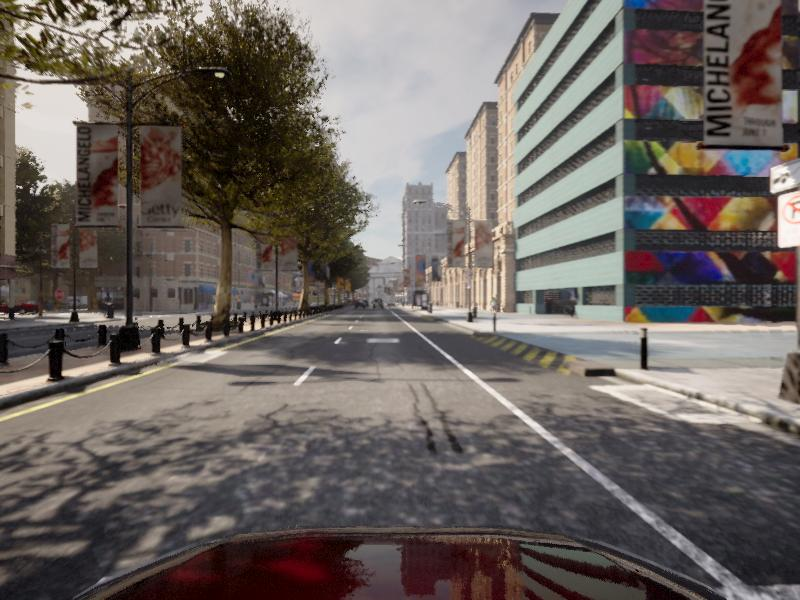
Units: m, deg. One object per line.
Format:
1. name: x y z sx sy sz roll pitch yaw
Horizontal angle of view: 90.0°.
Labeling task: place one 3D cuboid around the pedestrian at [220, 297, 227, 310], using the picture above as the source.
1. pedestrian: -25.306 0.510 57.279 0.751 1.860 0.751 0 0 -4

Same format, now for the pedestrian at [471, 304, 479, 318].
1. pedestrian: 5.787 0.860 30.816 0.500 1.100 0.500 0 0 -9

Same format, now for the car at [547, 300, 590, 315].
1. car: 17.234 0.742 41.210 2.161 1.482 4.786 0 0 -3

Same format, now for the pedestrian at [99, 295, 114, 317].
1. pedestrian: -24.496 0.508 33.369 0.751 1.860 0.751 0 0 -3

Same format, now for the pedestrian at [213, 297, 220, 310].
1. pedestrian: -26.205 0.510 57.133 0.751 1.860 0.751 0 0 -14

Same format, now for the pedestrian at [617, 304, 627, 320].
1. pedestrian: 15.952 0.866 28.731 0.500 1.100 0.500 0 0 -34

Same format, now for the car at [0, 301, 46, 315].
1. car: -43.407 0.864 45.235 5.008 1.535 1.882 0 0 -4

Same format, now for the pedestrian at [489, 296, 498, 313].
1. pedestrian: 10.314 0.476 44.041 0.751 1.860 0.751 0 0 -6

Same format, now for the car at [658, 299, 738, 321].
1. car: 22.020 0.697 29.879 2.128 1.511 4.902 0 0 -3

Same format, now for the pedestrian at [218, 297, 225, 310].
1. pedestrian: -25.858 0.510 57.988 0.751 1.860 0.751 0 0 -6
